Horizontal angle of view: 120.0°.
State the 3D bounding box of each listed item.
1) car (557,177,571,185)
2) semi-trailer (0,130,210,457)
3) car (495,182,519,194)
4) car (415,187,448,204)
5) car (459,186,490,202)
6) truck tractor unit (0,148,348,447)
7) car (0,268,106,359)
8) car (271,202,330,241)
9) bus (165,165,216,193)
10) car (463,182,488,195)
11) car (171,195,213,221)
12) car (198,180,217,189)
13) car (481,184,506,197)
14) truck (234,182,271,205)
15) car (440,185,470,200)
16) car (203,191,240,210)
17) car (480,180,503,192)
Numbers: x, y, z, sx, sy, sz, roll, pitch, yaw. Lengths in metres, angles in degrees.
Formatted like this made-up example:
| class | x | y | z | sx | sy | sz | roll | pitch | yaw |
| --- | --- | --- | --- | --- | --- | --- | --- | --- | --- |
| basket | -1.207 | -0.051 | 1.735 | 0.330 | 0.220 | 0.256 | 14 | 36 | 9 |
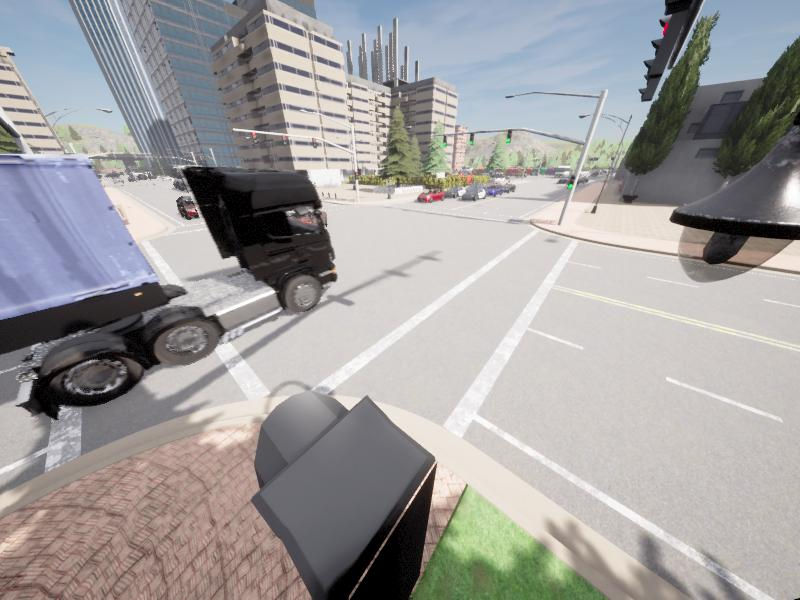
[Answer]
| class | x | y | z | sx | sy | sz | roll | pitch | yaw |
| --- | --- | --- | --- | --- | --- | --- | --- | --- | --- |
| car | 43.245 | -31.527 | 60.971 | 1.930 | 1.638 | 5.238 | 23 | 37 | 34 |
| semi-trailer | -10.173 | 1.800 | 0.467 | 2.717 | 4.402 | 14.254 | 23 | 37 | 34 |
| car | 18.843 | -19.664 | 40.553 | 2.128 | 1.511 | 4.902 | 23 | 37 | 34 |
| car | 4.201 | -13.723 | 30.248 | 2.007 | 1.525 | 4.514 | 24 | 38 | 35 |
| car | 10.255 | -14.559 | 31.692 | 2.038 | 1.542 | 4.974 | 23 | 37 | 34 |
| truck tractor unit | -5.081 | -1.144 | 5.760 | 3.053 | 4.208 | 6.516 | 23 | 37 | 34 |
| car | -10.777 | 0.787 | 5.347 | 1.895 | 1.301 | 4.718 | 23 | 37 | 34 |
| car | -6.607 | -5.634 | 16.143 | 2.152 | 1.651 | 5.027 | -2 | 30 | -3 |
| bus | -39.050 | -22.611 | 42.918 | 10.273 | 4.253 | 3.944 | 23 | 37 | 34 |
| car | 12.734 | -18.797 | 38.936 | 2.033 | 1.649 | 4.856 | 23 | 37 | 34 |
| car | -19.080 | -8.535 | 21.181 | 3.988 | 1.617 | 1.851 | 24 | 38 | 36 |
| car | -40.872 | -24.541 | 49.037 | 4.193 | 1.474 | 1.816 | 23 | 37 | 34 |
| car | 14.747 | -17.231 | 36.324 | 2.007 | 1.525 | 4.514 | 23 | 37 | 34 |
| truck | -19.399 | -14.051 | 30.245 | 2.390 | 2.098 | 6.274 | -23 | 37 | -34 |
| car | 8.260 | -16.092 | 34.347 | 2.038 | 1.542 | 4.974 | 23 | 37 | 34 |
| car | -20.100 | -11.219 | 25.995 | 4.674 | 1.442 | 1.812 | 23 | 37 | 34 |
| car | 17.356 | -21.569 | 43.691 | 2.242 | 1.667 | 4.611 | 23 | 37 | 34 |
